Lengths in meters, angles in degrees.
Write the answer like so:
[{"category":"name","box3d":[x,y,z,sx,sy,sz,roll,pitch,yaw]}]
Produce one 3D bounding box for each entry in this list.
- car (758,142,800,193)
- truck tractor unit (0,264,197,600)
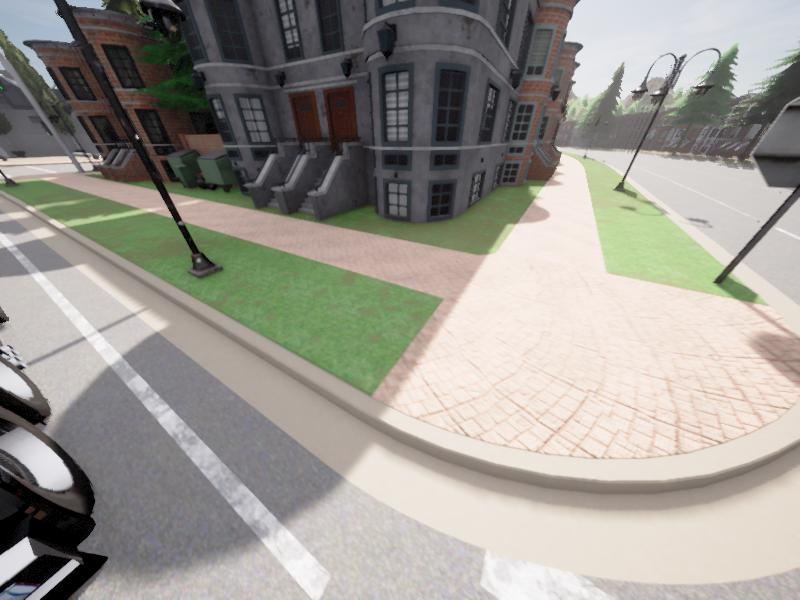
[{"category":"car","box3d":[21.083,-6.268,11.000,2.150,2.045,5.566,20,40,26]},{"category":"truck tractor unit","box3d":[-5.110,-0.302,0.778,6.516,4.208,3.053,18,39,24]}]
